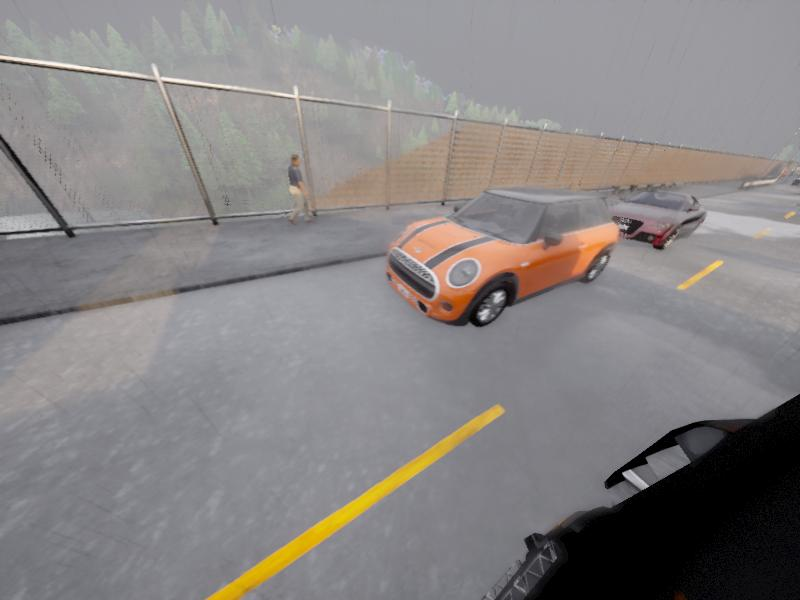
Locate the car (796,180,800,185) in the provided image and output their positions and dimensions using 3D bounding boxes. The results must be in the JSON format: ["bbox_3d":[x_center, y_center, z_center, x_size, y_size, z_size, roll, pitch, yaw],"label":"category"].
[{"bbox_3d":[64.899,-18.979,36.208,4.856,1.649,2.033,-16,38,-26],"label":"car"}]

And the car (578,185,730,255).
[{"bbox_3d":[8.351,-2.829,7.650,4.181,1.385,1.994,-16,38,-26],"label":"car"}]

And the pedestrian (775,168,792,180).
[{"bbox_3d":[71.932,-23.628,43.331,0.751,1.860,0.751,-16,38,-26],"label":"pedestrian"}]

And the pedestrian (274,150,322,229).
[{"bbox_3d":[-2.810,-3.073,6.468,0.751,1.860,0.751,-17,38,-27],"label":"pedestrian"}]

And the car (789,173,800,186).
[{"bbox_3d":[58.951,-17.279,33.182,5.027,1.651,2.152,-15,37,-25],"label":"car"}]

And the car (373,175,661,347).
[{"bbox_3d":[2.034,-1.187,4.292,4.553,1.767,2.097,-16,38,-26],"label":"car"}]
